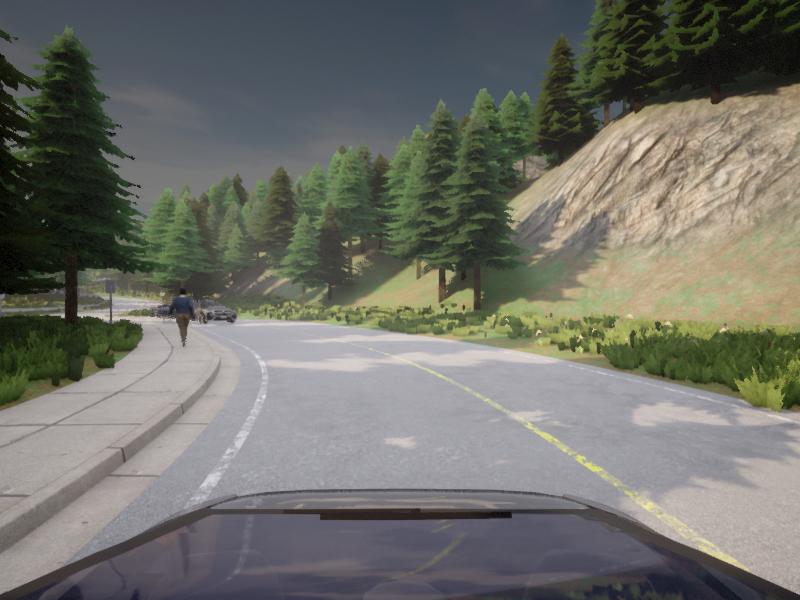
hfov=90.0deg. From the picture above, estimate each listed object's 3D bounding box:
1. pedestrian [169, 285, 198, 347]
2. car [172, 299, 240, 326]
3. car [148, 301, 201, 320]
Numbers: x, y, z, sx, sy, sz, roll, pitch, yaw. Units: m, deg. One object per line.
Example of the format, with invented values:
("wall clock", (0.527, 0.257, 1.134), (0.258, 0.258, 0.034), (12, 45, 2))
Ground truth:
("pedestrian", (-6.762, 0.485, 12.474), (0.751, 1.860, 0.751), (0, 0, -33))
("car", (-13.088, 0.780, 26.863), (5.027, 1.651, 2.152), (0, 0, 39))
("car", (-19.253, 0.853, 34.190), (3.806, 1.475, 1.970), (0, 0, 20))
